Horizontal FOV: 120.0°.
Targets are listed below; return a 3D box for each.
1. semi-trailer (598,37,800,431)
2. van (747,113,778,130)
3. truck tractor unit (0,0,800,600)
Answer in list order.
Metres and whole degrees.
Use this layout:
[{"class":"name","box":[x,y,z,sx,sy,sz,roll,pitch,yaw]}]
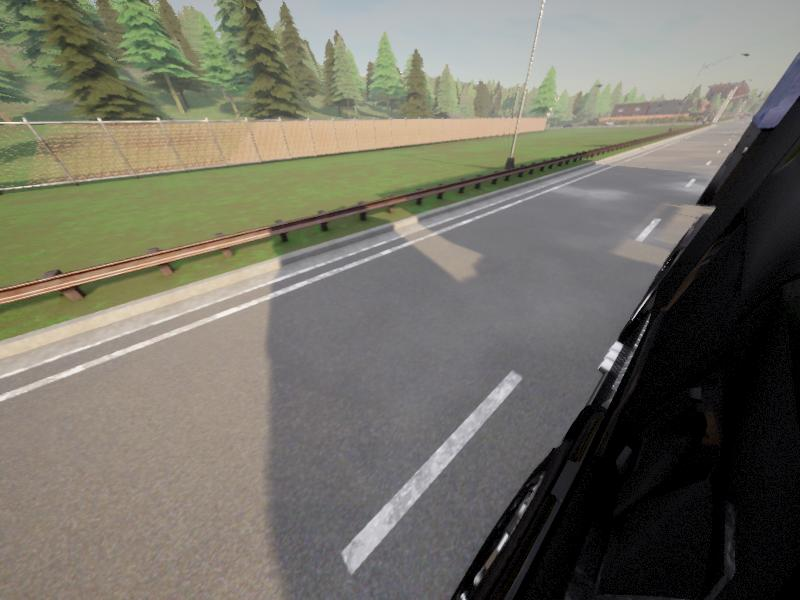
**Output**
[{"class":"semi-trailer","box":[8.697,-3.587,4.254,14.254,4.402,2.717,-28,43,-30]},{"class":"van","box":[56.518,-27.882,36.068,4.442,1.987,1.775,-28,43,-30]},{"class":"truck tractor unit","box":[2.645,-0.295,0.351,6.516,4.208,3.053,-28,44,-30]}]
